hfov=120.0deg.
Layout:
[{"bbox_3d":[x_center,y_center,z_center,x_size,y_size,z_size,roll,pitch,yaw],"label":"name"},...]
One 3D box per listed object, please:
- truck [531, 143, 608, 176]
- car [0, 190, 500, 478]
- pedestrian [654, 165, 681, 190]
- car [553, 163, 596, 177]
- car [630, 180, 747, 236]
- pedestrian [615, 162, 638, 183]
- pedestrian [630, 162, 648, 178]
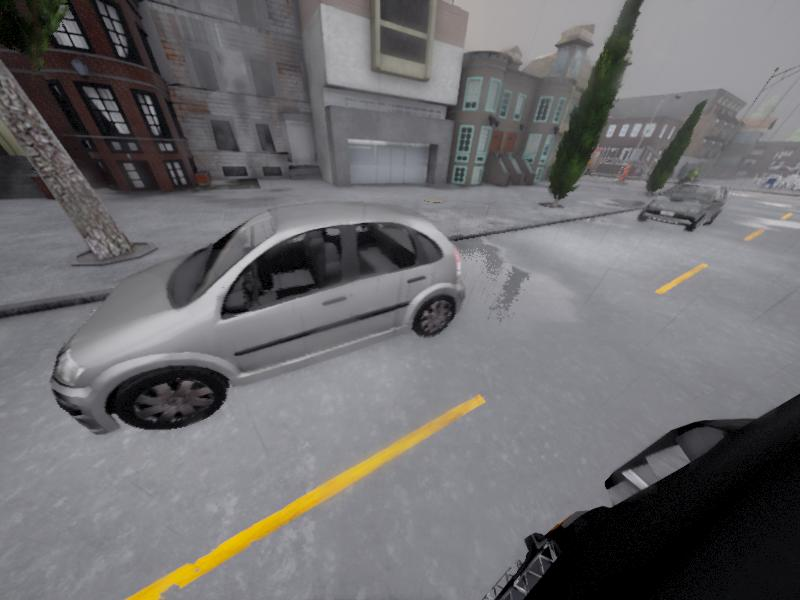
[{"bbox_3d":[25.739,-21.899,35.767,2.891,3.827,8.468,-16,38,-27],"label":"truck"},{"bbox_3d":[-1.130,-0.248,2.813,3.988,1.617,1.851,-15,37,-25],"label":"car"},{"bbox_3d":[23.766,-10.925,20.562,0.751,1.860,0.751,27,40,32],"label":"pedestrian"},{"bbox_3d":[24.027,-18.038,32.016,1.994,1.385,4.181,-15,38,-25],"label":"car"},{"bbox_3d":[11.695,-3.882,9.418,3.705,1.549,1.789,-16,38,-26],"label":"car"},{"bbox_3d":[24.368,-13.748,24.881,0.751,1.860,0.751,-4,34,-11],"label":"pedestrian"},{"bbox_3d":[33.846,-18.428,32.742,0.751,1.860,0.751,-8,35,-17],"label":"pedestrian"}]
